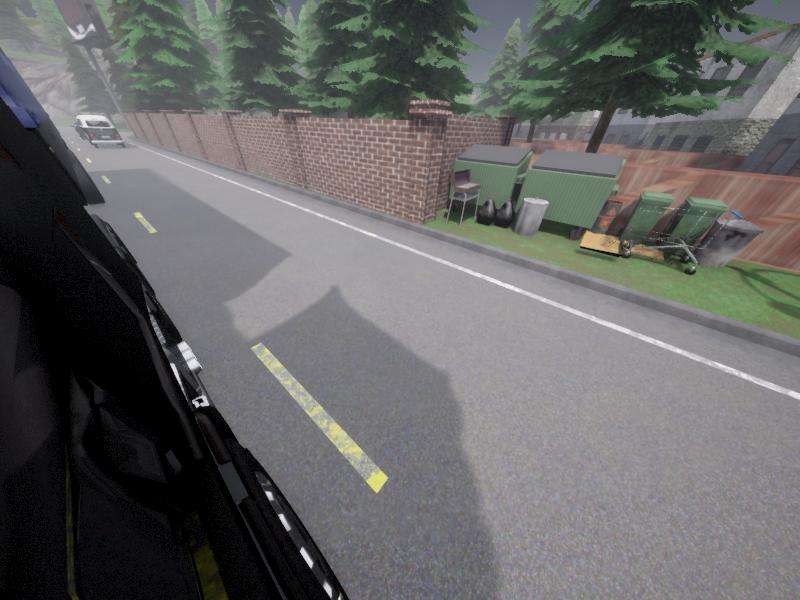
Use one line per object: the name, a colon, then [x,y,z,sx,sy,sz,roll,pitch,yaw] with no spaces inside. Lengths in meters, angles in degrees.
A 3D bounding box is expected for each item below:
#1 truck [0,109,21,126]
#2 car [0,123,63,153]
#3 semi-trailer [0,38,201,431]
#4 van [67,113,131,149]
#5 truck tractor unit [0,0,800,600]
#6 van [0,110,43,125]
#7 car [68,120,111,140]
truck: [-66.681,-29.933,37.669,6.274,2.098,2.390,11,38,11]
car: [-25.115,-11.073,15.710,4.181,1.385,1.994,28,44,30]
semi-trailer: [-8.670,-3.627,4.252,14.254,4.402,2.717,29,44,30]
van: [-23.986,-13.480,18.440,4.480,2.038,2.069,28,44,29]
truck tractor unit: [-2.645,-0.295,0.352,6.516,4.208,3.053,28,44,30]
van: [-66.607,-32.029,40.570,4.442,1.987,1.775,9,37,8]
car: [-31.888,-17.452,23.700,4.892,1.490,1.837,28,43,29]
